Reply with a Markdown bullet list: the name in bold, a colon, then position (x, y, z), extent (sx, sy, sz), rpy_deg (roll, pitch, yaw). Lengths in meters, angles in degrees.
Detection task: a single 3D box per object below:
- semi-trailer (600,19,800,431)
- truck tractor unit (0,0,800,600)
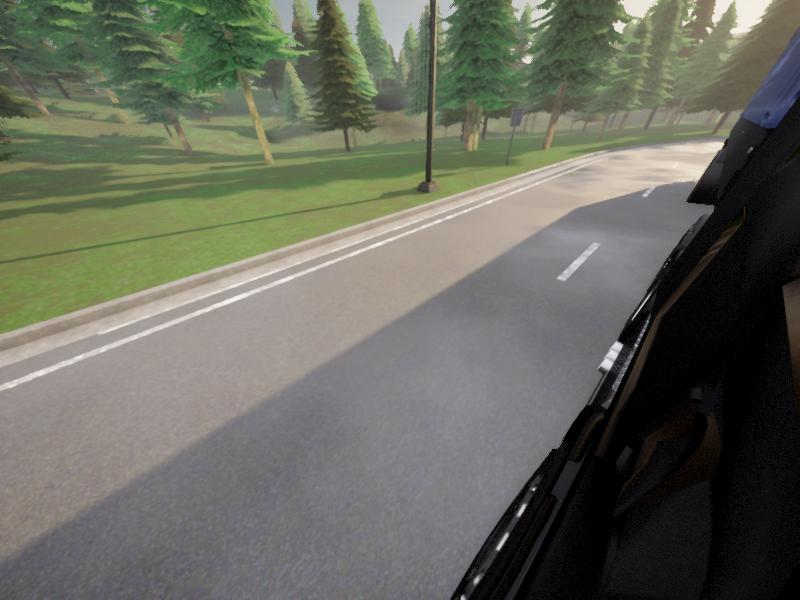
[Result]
- **semi-trailer**: position (8.583, -3.691, 4.324), extent (14.254, 4.402, 2.717), rpy_deg (-30, 44, -31)
- **truck tractor unit**: position (2.645, -0.295, 0.351), extent (6.516, 4.208, 3.053), rpy_deg (-28, 44, -30)
